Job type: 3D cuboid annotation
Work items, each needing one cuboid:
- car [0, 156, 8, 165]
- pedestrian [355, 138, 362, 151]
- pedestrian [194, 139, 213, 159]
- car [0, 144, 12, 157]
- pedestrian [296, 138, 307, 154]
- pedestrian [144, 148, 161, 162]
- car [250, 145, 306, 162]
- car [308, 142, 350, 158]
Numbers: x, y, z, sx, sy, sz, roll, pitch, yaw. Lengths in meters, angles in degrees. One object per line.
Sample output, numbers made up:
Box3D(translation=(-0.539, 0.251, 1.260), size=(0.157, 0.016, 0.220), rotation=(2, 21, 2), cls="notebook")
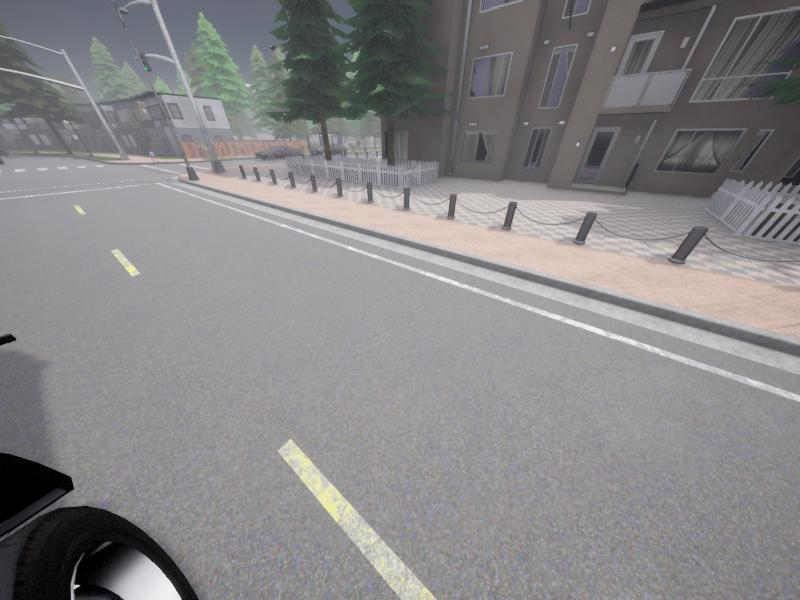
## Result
Box3D(translation=(-38.831, -13.286, 21.258), size=(4.181, 1.385, 1.994), rotation=(19, 39, 24), cls="car")
Box3D(translation=(-7.603, -28.353, 42.165), size=(0.751, 1.860, 0.751), rotation=(22, 41, 28), cls="pedestrian")
Box3D(translation=(-22.085, -17.051, 26.019), size=(0.751, 1.860, 0.751), rotation=(11, 37, 15), cls="pedestrian")
Box3D(translation=(-52.442, -18.889, 29.116), size=(4.181, 1.385, 1.994), rotation=(10, 36, 13), cls="car")
Box3D(translation=(-14.767, -23.078, 34.626), size=(0.751, 1.860, 0.751), rotation=(25, 42, 31), cls="pedestrian")
Box3D(translation=(-23.808, -13.919, 22.218), size=(0.500, 1.100, 0.500), rotation=(14, 37, 18), cls="pedestrian")
Box3D(translation=(-14.184, -17.408, 27.293), size=(2.033, 1.411, 5.357), rotation=(25, 42, 30), cls="car")
Box3D(translation=(-9.701, -20.782, 31.916), size=(2.152, 1.651, 5.027), rotation=(24, 42, 30), cls="car")
